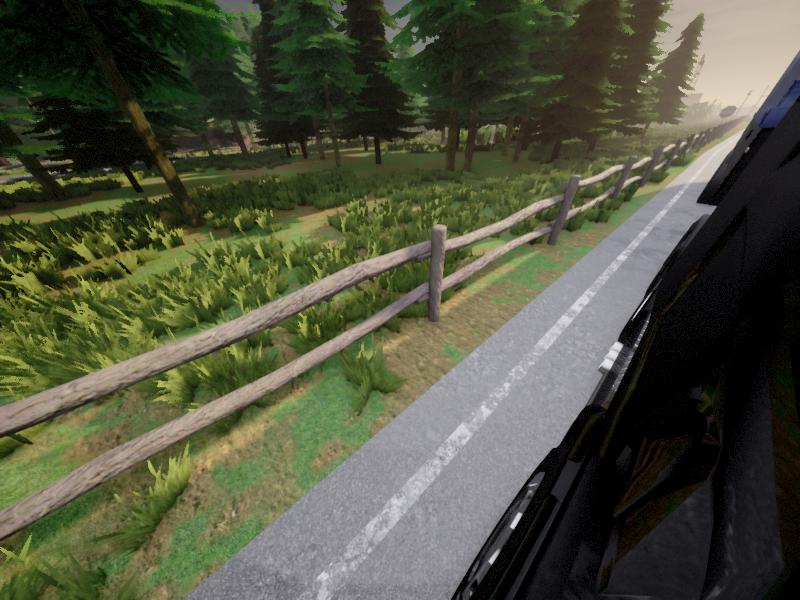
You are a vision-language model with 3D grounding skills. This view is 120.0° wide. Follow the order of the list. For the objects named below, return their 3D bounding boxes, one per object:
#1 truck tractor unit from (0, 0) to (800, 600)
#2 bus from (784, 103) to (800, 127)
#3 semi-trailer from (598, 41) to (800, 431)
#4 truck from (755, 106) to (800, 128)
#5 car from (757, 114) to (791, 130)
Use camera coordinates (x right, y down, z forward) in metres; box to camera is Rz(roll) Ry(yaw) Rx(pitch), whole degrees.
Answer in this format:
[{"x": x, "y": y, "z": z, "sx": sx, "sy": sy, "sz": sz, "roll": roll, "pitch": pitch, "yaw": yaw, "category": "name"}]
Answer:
[{"x": 2.645, "y": -0.295, "z": 0.351, "sx": 6.516, "sy": 4.208, "sz": 3.053, "roll": -28, "pitch": 44, "yaw": -30, "category": "truck tractor unit"}, {"x": 62.359, "y": -28.552, "z": 34.273, "sx": 10.273, "sy": 4.253, "sz": 3.944, "roll": -27, "pitch": 43, "yaw": -29, "category": "bus"}, {"x": 8.686, "y": -3.616, "z": 4.236, "sx": 14.254, "sy": 4.402, "sz": 2.717, "roll": -28, "pitch": 44, "yaw": -30, "category": "semi-trailer"}, {"x": 56.689, "y": -27.536, "z": 34.770, "sx": 5.204, "sy": 2.467, "sz": 2.627, "roll": -27, "pitch": 43, "yaw": -29, "category": "truck"}, {"x": 51.298, "y": -24.459, "z": 31.719, "sx": 3.988, "sy": 1.617, "sz": 1.851, "roll": -27, "pitch": 43, "yaw": -29, "category": "car"}]
